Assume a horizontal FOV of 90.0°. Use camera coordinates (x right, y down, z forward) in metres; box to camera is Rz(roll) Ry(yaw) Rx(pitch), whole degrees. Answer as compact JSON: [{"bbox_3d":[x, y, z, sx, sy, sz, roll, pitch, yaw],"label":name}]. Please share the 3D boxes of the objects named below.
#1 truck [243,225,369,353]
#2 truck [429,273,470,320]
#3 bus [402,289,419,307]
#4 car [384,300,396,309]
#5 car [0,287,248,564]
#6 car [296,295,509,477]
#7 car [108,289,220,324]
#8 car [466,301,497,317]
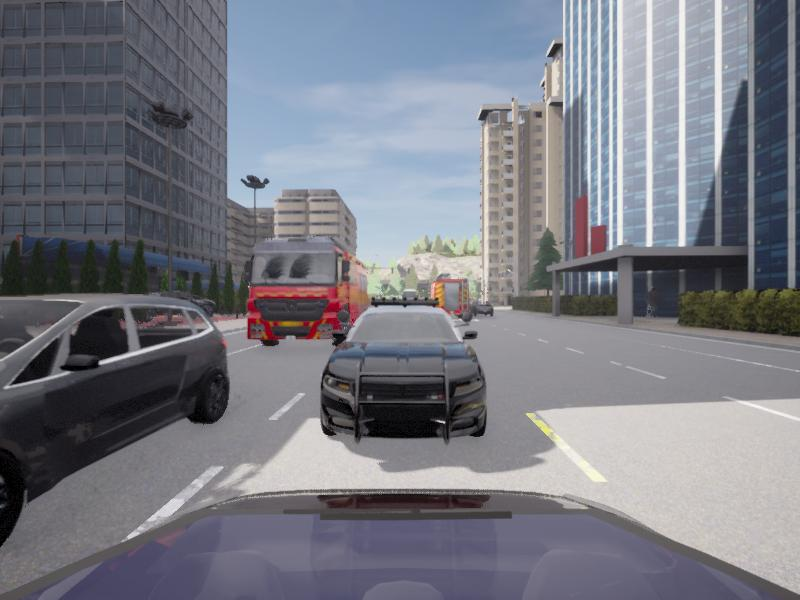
[{"bbox_3d":[-3.161,-0.322,16.240,2.891,3.827,8.468,0,0,2],"label":"truck"},{"bbox_3d":[4.363,-0.321,36.901,2.891,3.827,8.468,0,0,1],"label":"truck"},{"bbox_3d":[2.575,-0.538,99.510,3.944,4.253,10.273,0,0,1],"label":"bus"},{"bbox_3d":[-1.761,0.768,71.495,2.033,1.649,4.856,0,0,1],"label":"car"},{"bbox_3d":[-3.487,0.758,3.798,2.242,1.667,4.611,0,0,1],"label":"car"},{"bbox_3d":[0.078,0.771,6.241,1.930,1.638,5.238,0,0,1],"label":"car"},{"bbox_3d":[-16.006,0.402,27.582,2.390,2.098,6.274,0,0,32],"label":"car"},{"bbox_3d":[7.921,0.836,39.302,2.128,1.511,4.902,0,0,1],"label":"car"}]
